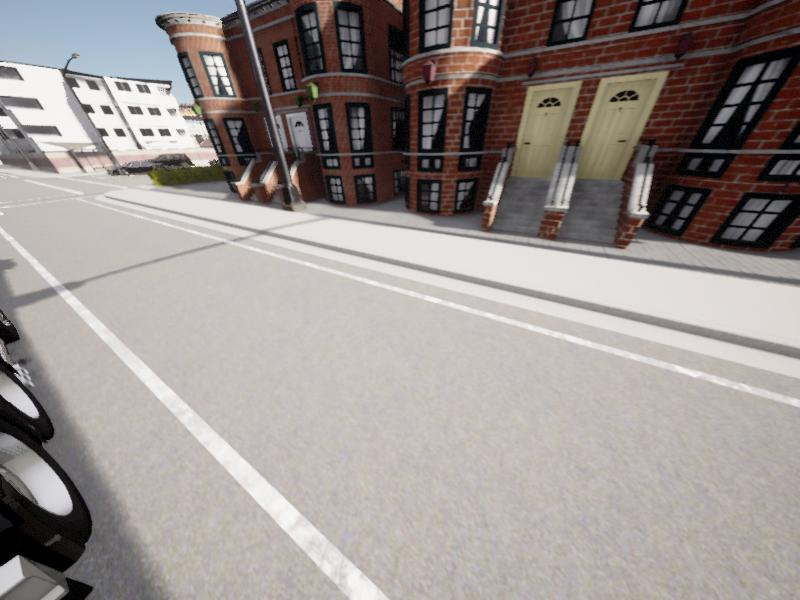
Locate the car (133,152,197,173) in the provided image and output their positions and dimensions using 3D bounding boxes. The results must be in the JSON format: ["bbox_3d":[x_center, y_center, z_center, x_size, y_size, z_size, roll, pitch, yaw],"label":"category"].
[{"bbox_3d":[-32.395,-19.213,32.155,2.150,2.045,5.566,18,39,26],"label":"car"}]

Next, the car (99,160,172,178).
[{"bbox_3d":[-31.586,-15.887,27.803,2.033,1.411,5.357,17,39,26],"label":"car"}]

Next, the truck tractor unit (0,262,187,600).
[{"bbox_3d":[-5.109,-0.266,0.948,6.516,4.208,3.053,16,33,27],"label":"truck tractor unit"}]
